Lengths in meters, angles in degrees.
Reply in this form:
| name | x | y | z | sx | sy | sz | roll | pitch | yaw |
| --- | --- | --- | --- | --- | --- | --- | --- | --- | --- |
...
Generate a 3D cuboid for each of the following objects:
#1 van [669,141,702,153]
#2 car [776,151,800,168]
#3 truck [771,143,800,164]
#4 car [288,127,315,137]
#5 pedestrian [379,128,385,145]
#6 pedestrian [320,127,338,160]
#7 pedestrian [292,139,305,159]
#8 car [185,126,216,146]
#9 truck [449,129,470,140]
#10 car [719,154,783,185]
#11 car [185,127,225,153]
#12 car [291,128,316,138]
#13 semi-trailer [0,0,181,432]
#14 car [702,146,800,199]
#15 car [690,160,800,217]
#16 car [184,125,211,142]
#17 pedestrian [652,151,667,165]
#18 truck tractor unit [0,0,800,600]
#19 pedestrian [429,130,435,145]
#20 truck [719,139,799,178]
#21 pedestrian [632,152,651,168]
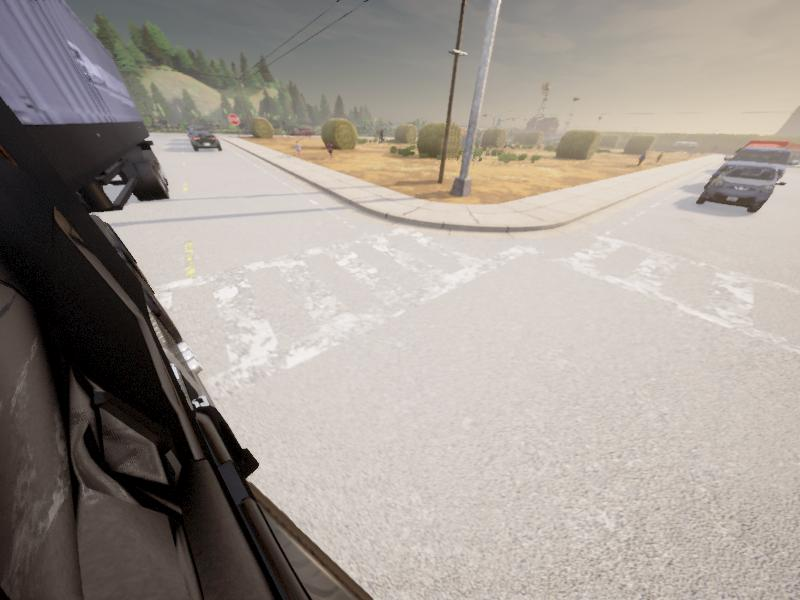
| name | x | y | z | sx | sy | sz | roll | pitch | yaw |
| --- | --- | --- | --- | --- | --- | --- | --- | --- | --- |
| van | 68.505 | -36.768 | 55.514 | 2.069 | 2.038 | 4.480 | -23 | 43 | -30 |
| car | 50.977 | -18.088 | 29.642 | 5.027 | 1.651 | 2.152 | -23 | 44 | -31 |
| truck | 60.110 | -22.376 | 35.247 | 5.204 | 2.467 | 2.627 | -23 | 44 | -31 |
| car | -20.617 | -35.304 | 48.528 | 4.514 | 1.525 | 2.007 | -20 | 42 | -28 |
| pedestrian | -2.530 | -22.744 | 32.167 | 0.751 | 1.860 | 0.751 | -5 | 37 | -10 |
| pedestrian | -4.924 | -10.933 | 16.169 | 0.751 | 1.860 | 0.751 | 3 | 37 | 1 |
| pedestrian | -7.195 | -10.720 | 16.406 | 0.500 | 1.100 | 0.500 | -4 | 37 | -9 |
| car | -21.216 | -17.426 | 24.508 | 1.882 | 1.535 | 5.008 | -23 | 43 | -30 |
| truck | 17.093 | -47.205 | 66.011 | 5.204 | 2.467 | 2.627 | -20 | 42 | -28 |
| car | 24.681 | -9.315 | 16.318 | 3.705 | 1.549 | 1.789 | -23 | 44 | -31 |
| car | -17.169 | -14.057 | 20.228 | 2.038 | 1.542 | 4.974 | -23 | 43 | -30 |
| car | -19.154 | -33.314 | 45.984 | 4.193 | 1.474 | 1.816 | -20 | 42 | -28 |
| semi-trailer | -7.812 | -4.078 | 4.954 | 2.717 | 4.402 | 14.254 | -24 | 44 | -31 |
| car | 19.452 | -7.239 | 12.798 | 5.566 | 2.045 | 2.150 | -23 | 44 | -30 |
| car | 14.079 | -4.720 | 9.513 | 3.633 | 1.501 | 1.845 | -23 | 44 | -31 |
| car | -25.353 | -20.856 | 28.878 | 2.007 | 1.525 | 4.514 | -23 | 43 | -30 |
| pedestrian | 25.258 | -13.824 | 22.498 | 0.500 | 1.100 | 0.500 | -25 | 45 | -32 |
| truck tractor unit | -2.645 | -0.295 | 0.351 | 6.516 | 4.208 | 3.053 | 28 | 44 | 30 |
| pedestrian | 5.305 | -26.790 | 38.077 | 0.751 | 1.860 | 0.751 | 1 | 37 | -2 |
| truck | 31.007 | -12.430 | 20.099 | 5.204 | 2.467 | 2.627 | -24 | 44 | -30 |
| pedestrian | 20.734 | -12.049 | 19.839 | 0.500 | 1.100 | 0.500 | -13 | 39 | -20 |
